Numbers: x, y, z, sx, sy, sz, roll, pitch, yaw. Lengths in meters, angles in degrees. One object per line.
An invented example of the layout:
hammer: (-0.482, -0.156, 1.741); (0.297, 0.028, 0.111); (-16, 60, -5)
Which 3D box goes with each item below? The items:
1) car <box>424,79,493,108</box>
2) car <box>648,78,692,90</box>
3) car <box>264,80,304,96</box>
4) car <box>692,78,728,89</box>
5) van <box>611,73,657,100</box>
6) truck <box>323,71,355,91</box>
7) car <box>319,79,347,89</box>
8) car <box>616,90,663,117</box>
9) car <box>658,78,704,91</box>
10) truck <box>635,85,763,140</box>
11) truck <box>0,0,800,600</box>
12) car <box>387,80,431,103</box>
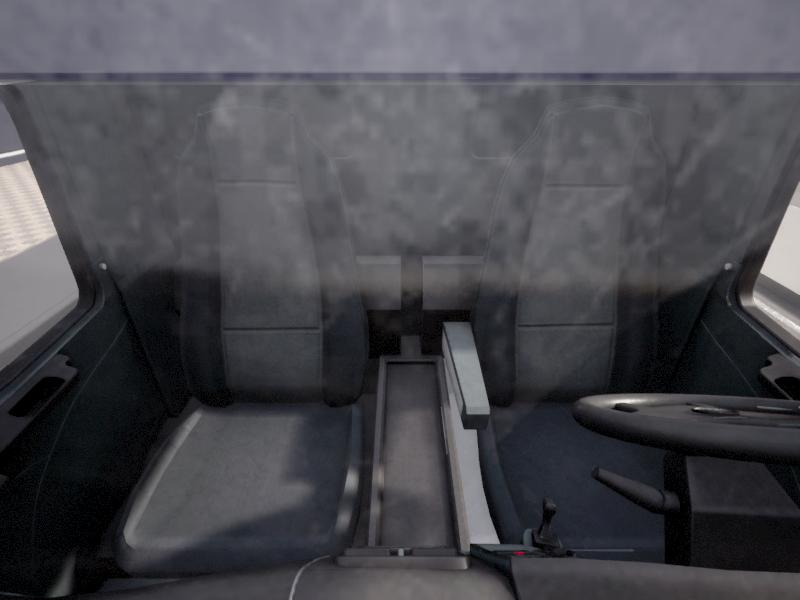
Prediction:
car: (5.021, -17.860, 34.595); (5.566, 2.045, 2.150); (7, 31, 11)
car: (41.458, -33.318, 61.570); (4.974, 1.542, 2.038); (1, 30, 2)
car: (-14.435, -26.341, 49.660); (4.974, 1.542, 2.038); (23, 38, 34)
car: (47.540, -33.201, 61.366); (3.633, 1.501, 1.845); (1, 30, 1)
van: (25.958, -23.796, 44.374); (2.351, 2.431, 6.366); (24, 38, 35)
truck: (-8.944, -32.718, 59.644); (2.627, 2.467, 5.204); (9, 31, 15)
car: (-10.681, -34.548, 63.938); (1.895, 1.301, 4.718); (14, 33, 23)
car: (17.432, -14.475, 29.354); (1.816, 1.474, 4.193); (8, 31, 13)
car: (41.098, -31.584, 58.599); (4.974, 1.542, 2.038); (1, 30, 2)
truck: (15.496, -10.205, 21.418); (2.390, 2.098, 6.274); (2, 30, 4)
truck: (0.056, -1.120, 4.159); (2.891, 3.827, 8.468); (0, 30, 0)
car: (0.869, -20.422, 39.143); (3.866, 1.878, 1.905); (16, 34, 26)
